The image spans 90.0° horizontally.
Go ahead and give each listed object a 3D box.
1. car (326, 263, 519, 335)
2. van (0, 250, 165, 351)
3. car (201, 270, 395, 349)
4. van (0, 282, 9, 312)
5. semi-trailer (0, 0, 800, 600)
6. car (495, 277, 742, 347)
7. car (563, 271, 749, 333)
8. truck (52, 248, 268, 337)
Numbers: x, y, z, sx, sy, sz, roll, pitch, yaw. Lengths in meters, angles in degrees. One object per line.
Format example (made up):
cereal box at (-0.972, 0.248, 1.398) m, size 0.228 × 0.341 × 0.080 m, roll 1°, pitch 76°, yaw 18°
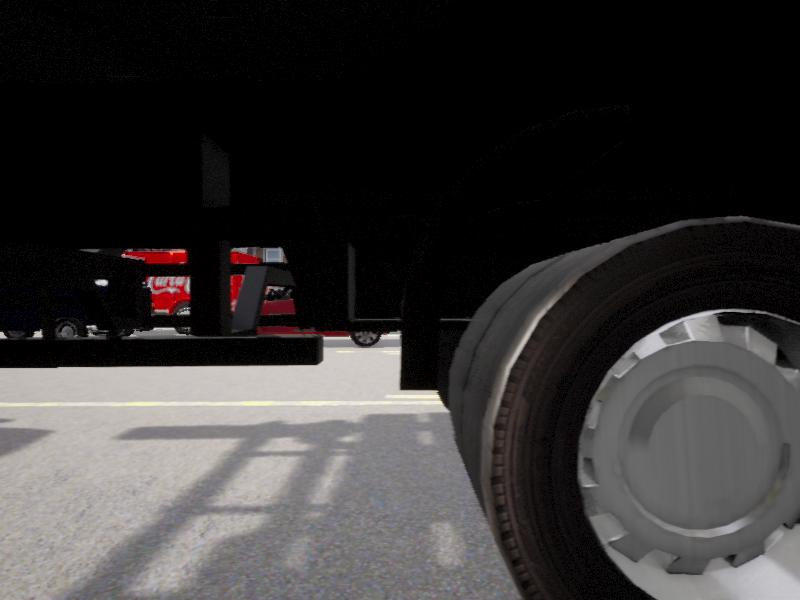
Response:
car at (0.655, -0.030, 12.680) m, size 5.566 × 2.045 × 2.150 m, roll 0°, pitch 0°, yaw 0°
van at (-8.265, 0.014, 9.201) m, size 4.480 × 2.038 × 2.069 m, roll 0°, pitch 0°, yaw 0°
car at (-2.123, 0.202, 9.203) m, size 3.988 × 1.617 × 1.851 m, roll 0°, pitch 0°, yaw 0°
van at (-27.262, 0.021, 24.676) m, size 1.775 × 1.987 × 4.442 m, roll 0°, pitch 7°, yaw -1°
semi-trailer at (4.608, -1.241, 2.198) m, size 14.254 × 4.402 × 2.717 m, roll 0°, pitch 0°, yaw 0°
car at (4.738, 0.252, 9.192) m, size 4.674 × 1.442 × 1.812 m, roll 0°, pitch 0°, yaw 0°
car at (7.888, 0.062, 12.701) m, size 4.553 × 1.767 × 2.097 m, roll 0°, pitch 0°, yaw 0°
truck at (-7.211, -0.206, 12.579) m, size 5.204 × 2.467 × 2.627 m, roll 0°, pitch 0°, yaw 1°
